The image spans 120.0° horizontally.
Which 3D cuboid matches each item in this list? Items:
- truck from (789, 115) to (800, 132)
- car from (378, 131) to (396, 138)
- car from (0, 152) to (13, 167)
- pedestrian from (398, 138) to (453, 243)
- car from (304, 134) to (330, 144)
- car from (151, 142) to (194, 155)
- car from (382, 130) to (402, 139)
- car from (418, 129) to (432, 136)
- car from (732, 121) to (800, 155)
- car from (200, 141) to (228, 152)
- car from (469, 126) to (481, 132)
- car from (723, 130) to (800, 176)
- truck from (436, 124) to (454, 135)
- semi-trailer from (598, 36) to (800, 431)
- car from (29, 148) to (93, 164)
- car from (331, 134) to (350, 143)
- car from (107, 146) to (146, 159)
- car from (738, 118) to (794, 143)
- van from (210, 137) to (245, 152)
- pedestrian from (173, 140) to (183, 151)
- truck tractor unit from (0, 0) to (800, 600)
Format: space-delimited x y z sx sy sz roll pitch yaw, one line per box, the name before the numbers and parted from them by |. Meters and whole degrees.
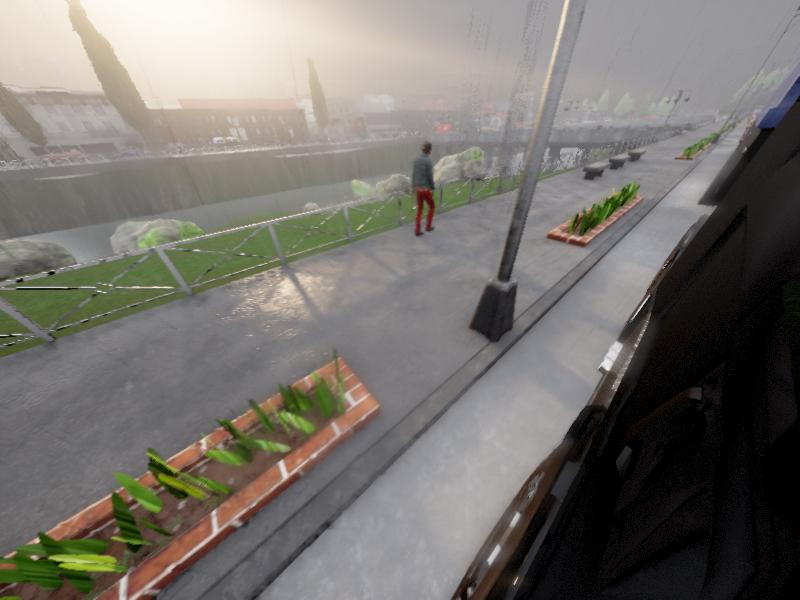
truck | 50.053 -21.688 27.766 6.274 2.098 2.390 -28 44 -30
car | -3.719 -47.155 65.857 4.974 1.542 2.038 -28 44 -30
car | -57.076 -18.585 30.946 4.856 1.649 2.033 -28 44 -30
pedestrian | 0.523 -2.311 4.961 0.751 1.860 0.751 27 46 34
car | -19.861 -38.508 55.258 5.238 1.638 1.930 -28 43 -30
car | -40.787 -27.315 41.595 5.238 1.638 1.930 -28 44 -30
car | -2.131 -44.898 62.683 5.238 1.638 1.930 -28 44 -30
car | 7.525 -50.028 69.026 3.988 1.617 1.851 -28 44 -30
car | 24.000 -10.625 15.090 4.514 1.525 2.007 -28 43 -30
car | -35.997 -29.810 44.771 3.806 1.475 1.970 -28 43 -30
car | 28.222 -64.230 86.773 4.892 1.490 1.837 -28 44 -30
car | 17.200 -6.916 10.685 4.181 1.385 1.994 -28 43 -30
truck | 14.331 -54.059 73.213 5.204 2.467 2.627 -28 44 -30
semi-trailer | 8.716 -3.589 4.217 14.254 4.402 2.717 -28 43 -30
car | -50.979 -21.845 34.933 5.027 1.651 2.152 -28 44 -30
car | -14.091 -38.425 54.910 3.806 1.475 1.970 -28 44 -30
car | -45.516 -24.709 38.544 3.806 1.475 1.970 -28 44 -30
car | 32.171 -14.997 20.428 4.514 1.525 2.007 -28 43 -30
van | -32.042 -29.038 43.006 4.480 2.038 2.069 -28 44 -30
pedestrian | -44.579 -30.961 46.360 0.751 1.860 0.751 -28 44 -30
truck tractor unit | 2.645 -0.295 0.351 6.516 4.208 3.053 -28 44 -30
